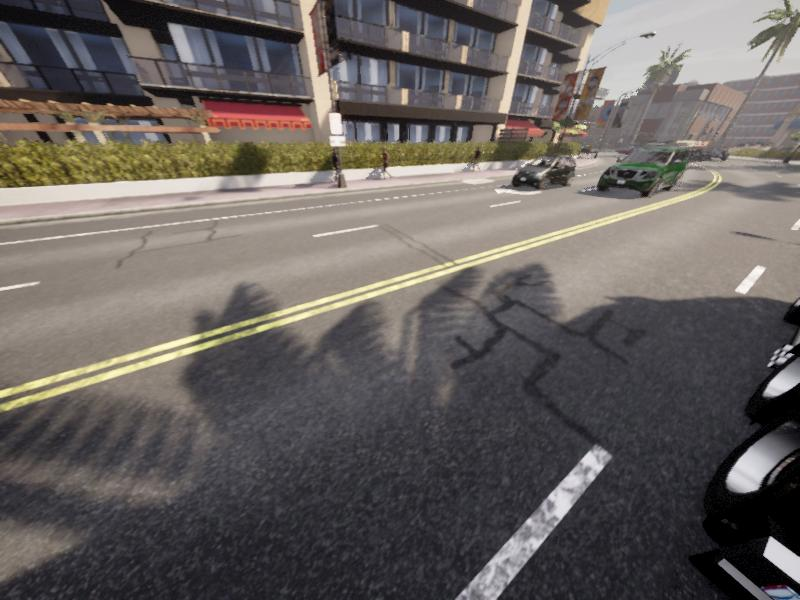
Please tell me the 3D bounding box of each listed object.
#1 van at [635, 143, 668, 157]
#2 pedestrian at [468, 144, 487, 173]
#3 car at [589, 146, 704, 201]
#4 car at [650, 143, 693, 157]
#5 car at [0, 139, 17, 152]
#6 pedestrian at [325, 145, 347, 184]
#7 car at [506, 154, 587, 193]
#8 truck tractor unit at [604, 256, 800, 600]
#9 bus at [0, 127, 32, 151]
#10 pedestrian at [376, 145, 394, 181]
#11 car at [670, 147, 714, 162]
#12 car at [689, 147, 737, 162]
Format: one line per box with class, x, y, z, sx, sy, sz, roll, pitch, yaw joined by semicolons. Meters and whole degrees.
van;46.090;-27.571;42.428;1.775;1.987;4.442;9;36;13
pedestrian;6.119;-11.192;18.284;0.751;1.860;0.751;-19;39;-25
car;12.942;-6.791;12.130;5.566;2.045;2.150;-20;40;-26
car;49.952;-27.811;42.749;2.150;2.045;5.566;7;35;10
car;-82.940;-31.653;47.286;2.150;2.045;5.566;-19;39;-25
pedestrian;-3.681;-7.856;13.395;0.751;1.860;0.751;-21;40;-27
car;8.411;-7.371;13.319;3.988;1.617;1.851;-19;39;-26
truck tractor unit;5.098;-0.312;0.809;6.516;4.208;3.053;-19;39;-25
bus;-90.916;-36.368;52.079;3.944;4.253;10.273;-19;39;-25
pedestrian;-0.895;-8.465;14.295;0.751;1.860;0.751;-21;40;-28
car;41.444;-20.872;33.001;2.242;1.667;4.611;18;38;23
car;46.088;-21.647;34.198;2.152;1.651;5.027;15;37;20
